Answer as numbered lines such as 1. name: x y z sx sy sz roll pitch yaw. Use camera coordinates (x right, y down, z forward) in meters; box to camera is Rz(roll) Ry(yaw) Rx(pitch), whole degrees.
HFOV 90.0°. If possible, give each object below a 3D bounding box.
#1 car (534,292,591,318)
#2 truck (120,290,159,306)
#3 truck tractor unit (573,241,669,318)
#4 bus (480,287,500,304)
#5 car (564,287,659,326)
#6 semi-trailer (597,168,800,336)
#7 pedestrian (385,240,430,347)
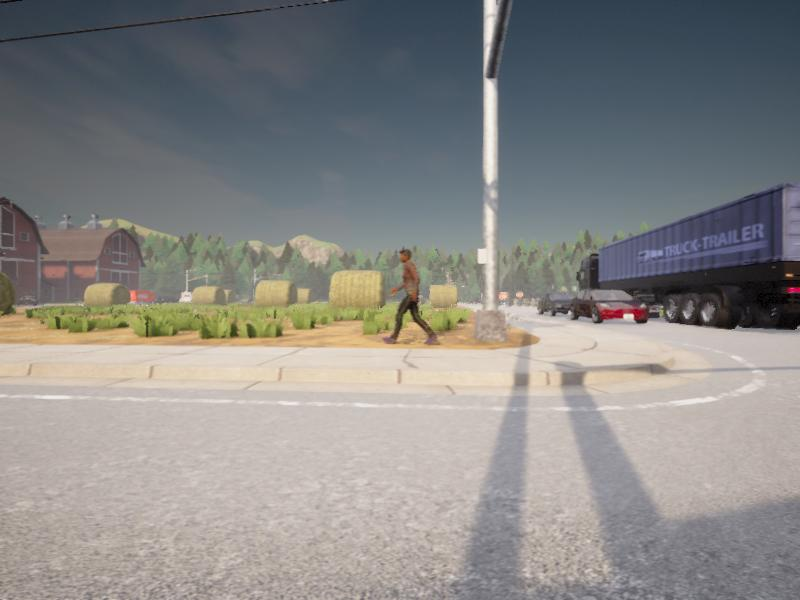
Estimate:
1. car: 9.997 0.278 25.092 2.033 1.411 5.357 0 0 7
2. truck: -41.412 -0.277 63.867 2.627 2.467 5.204 0 0 3
3. truck tractor unit: 13.546 -1.135 25.225 3.053 4.208 6.516 0 0 7
4. bus: 22.944 -1.112 102.591 3.944 4.253 10.273 0 0 7
5. car: 9.097 0.231 17.774 2.163 1.488 4.792 0 0 7
6. semi-trailer: 12.435 -1.235 17.390 2.717 4.402 14.254 0 0 8
7. pedestrian: 0.154 -0.111 7.395 0.751 1.860 0.751 0 0 7
